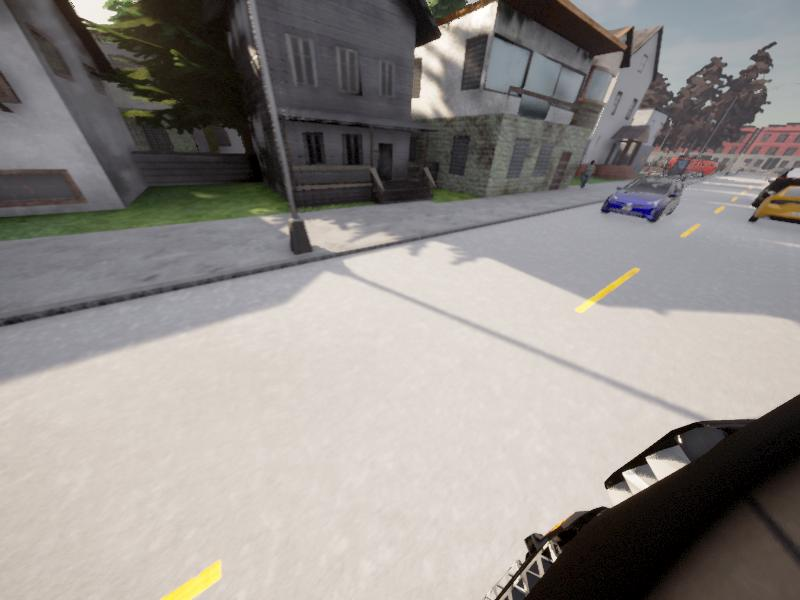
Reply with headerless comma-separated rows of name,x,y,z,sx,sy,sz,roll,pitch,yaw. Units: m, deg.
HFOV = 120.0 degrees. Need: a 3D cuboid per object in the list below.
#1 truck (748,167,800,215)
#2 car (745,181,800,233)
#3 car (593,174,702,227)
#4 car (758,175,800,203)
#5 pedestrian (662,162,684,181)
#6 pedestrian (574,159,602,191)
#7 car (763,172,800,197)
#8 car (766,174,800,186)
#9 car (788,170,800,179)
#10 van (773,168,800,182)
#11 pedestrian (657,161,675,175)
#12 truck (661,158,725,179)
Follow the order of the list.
truck,23.679,-6.586,13.710,6.274,2.098,2.390,-19,40,-30
car,17.552,-4.194,10.167,5.008,1.535,1.882,-19,40,-30
car,10.990,-4.584,10.256,4.514,1.525,2.007,-19,40,-30
car,30.000,-8.581,17.709,4.902,1.511,2.128,-19,40,-30
pedestrian,31.386,-14.804,26.566,0.751,1.860,0.751,-21,41,-31
pedestrian,12.990,-8.674,15.998,0.751,1.860,0.751,27,41,32
car,35.514,-10.599,21.065,3.988,1.617,1.851,-19,39,-29
car,57.547,-18.093,34.635,4.718,1.301,1.895,-15,38,-24
car,93.575,-28.320,52.489,1.801,1.575,5.366,-25,43,-35
van,71.384,-23.181,42.695,4.442,1.987,1.775,-19,40,-30
pedestrian,40.197,-19.965,34.963,0.751,1.860,0.751,3,34,1
truck,45.629,-20.662,36.146,2.627,2.467,5.204,-15,37,-25
